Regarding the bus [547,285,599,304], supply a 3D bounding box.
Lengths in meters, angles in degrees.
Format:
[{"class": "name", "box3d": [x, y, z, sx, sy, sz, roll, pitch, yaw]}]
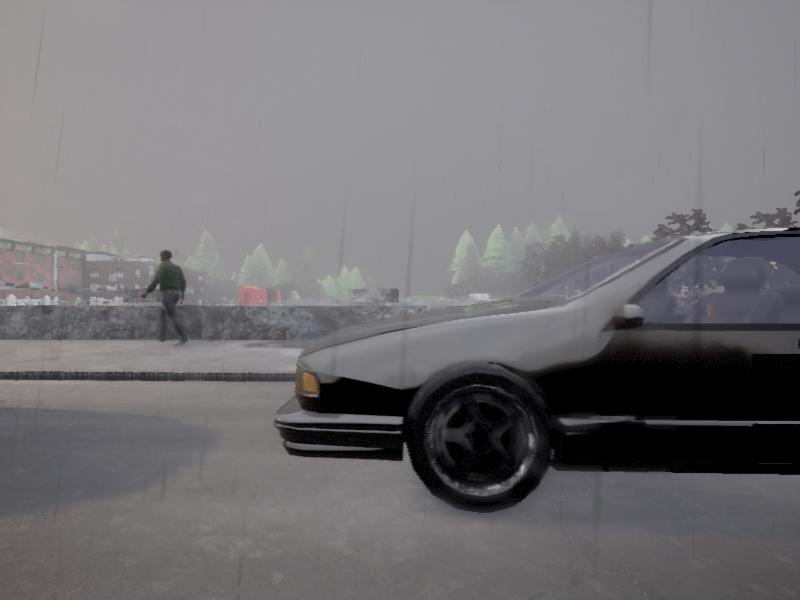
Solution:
[{"class": "bus", "box3d": [39.503, -1.139, 91.785, 10.273, 4.253, 3.944, 0, 0, 2]}]

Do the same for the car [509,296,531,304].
[{"class": "car", "box3d": [27.645, 0.054, 92.295, 4.605, 1.855, 1.932, 0, 0, 2]}]

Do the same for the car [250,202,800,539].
[{"class": "car", "box3d": [2.053, 0.295, 2.678, 5.357, 1.411, 2.033, 0, 0, 2]}]

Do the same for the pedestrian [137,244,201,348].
[{"class": "pedestrian", "box3d": [-4.383, -0.067, 7.618, 0.751, 1.860, 0.751, 0, 0, 14]}]

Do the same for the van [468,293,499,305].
[{"class": "van", "box3d": [18.449, -0.227, 88.593, 6.366, 2.431, 2.351, 0, 0, 2]}]
